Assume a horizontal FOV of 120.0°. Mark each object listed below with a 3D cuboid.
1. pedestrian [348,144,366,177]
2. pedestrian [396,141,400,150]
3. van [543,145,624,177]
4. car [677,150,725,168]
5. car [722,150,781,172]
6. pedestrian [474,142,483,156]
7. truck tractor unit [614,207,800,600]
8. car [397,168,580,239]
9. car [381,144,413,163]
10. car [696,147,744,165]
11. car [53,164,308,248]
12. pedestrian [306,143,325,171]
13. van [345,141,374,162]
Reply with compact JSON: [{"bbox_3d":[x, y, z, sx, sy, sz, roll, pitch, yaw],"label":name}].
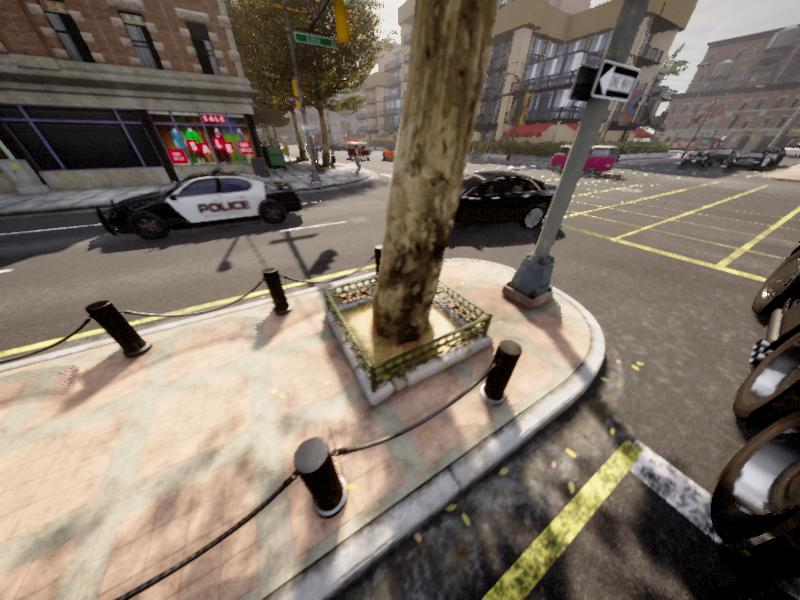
[{"bbox_3d":[-2.881,-9.389,15.561,0.751,1.860,0.751,-18,39,-24],"label":"pedestrian"},{"bbox_3d":[-0.416,-36.455,54.529,0.751,1.860,0.751,-16,38,-23],"label":"pedestrian"},{"bbox_3d":[14.707,-11.462,18.868,1.775,1.987,4.442,-18,39,-24],"label":"van"},{"bbox_3d":[32.713,-15.410,25.127,3.806,1.475,1.970,-18,39,-24],"label":"car"},{"bbox_3d":[34.276,-13.640,22.545,4.974,1.542,2.038,-18,39,-24],"label":"car"},{"bbox_3d":[12.740,-24.423,37.308,0.751,1.860,0.751,-18,39,-24],"label":"pedestrian"},{"bbox_3d":[5.009,-0.391,0.912,6.516,4.208,3.053,-22,41,-28],"label":"truck tractor unit"},{"bbox_3d":[2.508,-3.137,7.233,4.892,1.490,1.837,-7,35,-11],"label":"car"},{"bbox_3d":[-0.445,-18.500,29.060,2.097,1.767,4.553,-18,39,-24],"label":"car"},{"bbox_3d":[38.536,-17.336,27.797,5.238,1.638,1.930,-18,39,-24],"label":"car"},{"bbox_3d":[-5.816,-3.148,7.158,4.974,1.542,2.038,-18,39,-24],"label":"car"},{"bbox_3d":[-6.681,-11.338,18.339,0.751,1.860,0.751,29,44,35],"label":"pedestrian"},{"bbox_3d":[-5.378,-19.523,30.272,2.069,2.038,4.480,-18,39,-24],"label":"van"}]
